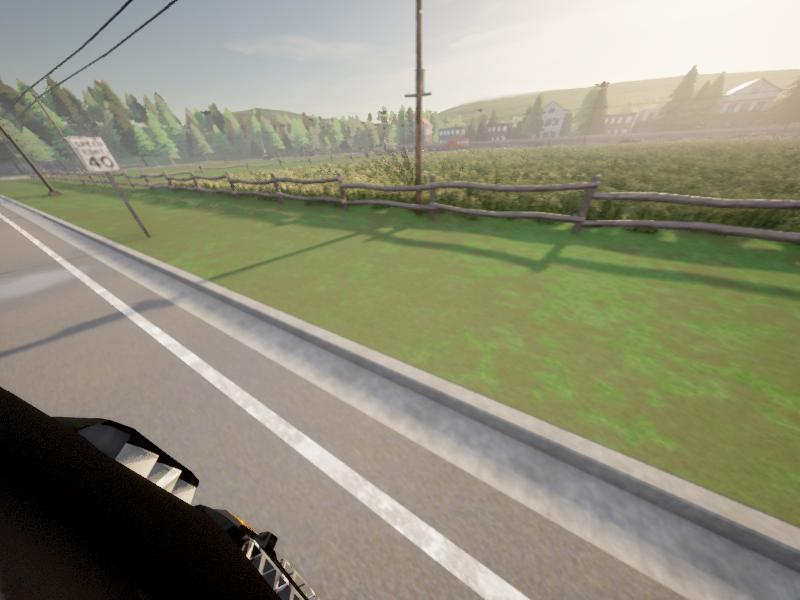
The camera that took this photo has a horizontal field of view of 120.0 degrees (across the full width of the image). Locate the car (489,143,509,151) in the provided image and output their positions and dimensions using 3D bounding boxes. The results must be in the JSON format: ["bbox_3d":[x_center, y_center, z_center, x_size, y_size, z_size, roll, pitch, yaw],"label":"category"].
[{"bbox_3d":[30.103,-46.721,70.482,5.238,1.638,1.930,16,38,26],"label":"car"}]

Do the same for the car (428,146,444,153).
[{"bbox_3d":[11.807,-49.701,76.436,4.611,1.667,2.242,16,38,26],"label":"car"}]

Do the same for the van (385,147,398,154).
[{"bbox_3d":[-3.345,-56.508,87.365,4.480,2.038,2.069,16,38,26],"label":"van"}]

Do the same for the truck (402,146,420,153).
[{"bbox_3d":[4.192,-56.610,86.888,6.274,2.098,2.390,16,38,26],"label":"truck"}]

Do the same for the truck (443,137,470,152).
[{"bbox_3d":[19.856,-55.056,81.809,8.468,3.827,2.891,16,38,26],"label":"truck"}]
